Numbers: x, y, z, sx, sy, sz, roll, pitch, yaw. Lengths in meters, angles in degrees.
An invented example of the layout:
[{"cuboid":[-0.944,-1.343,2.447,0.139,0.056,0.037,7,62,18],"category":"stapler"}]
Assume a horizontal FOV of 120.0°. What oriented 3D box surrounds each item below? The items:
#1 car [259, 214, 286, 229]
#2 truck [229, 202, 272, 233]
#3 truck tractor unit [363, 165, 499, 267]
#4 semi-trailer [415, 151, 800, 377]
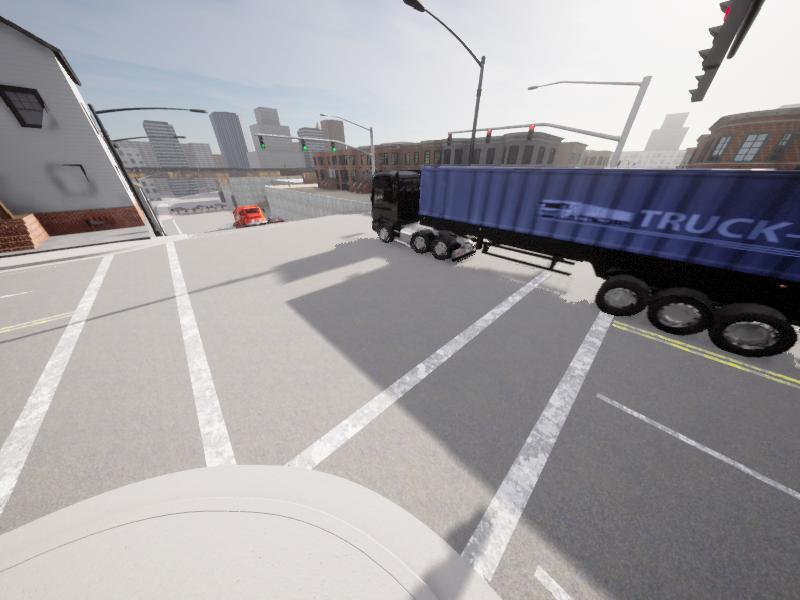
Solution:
[{"cuboid":[-17.937,-10.987,32.443,1.994,1.385,4.181,-26,25,-37],"category":"car"},{"cuboid":[-17.447,-9.513,26.844,2.627,2.467,5.204,-27,26,-37],"category":"truck"},{"cuboid":[1.261,-5.101,12.917,3.053,4.208,6.516,-26,39,-37],"category":"truck tractor unit"},{"cuboid":[6.765,-2.341,7.946,2.717,4.402,14.254,-26,39,-37],"category":"semi-trailer"}]
